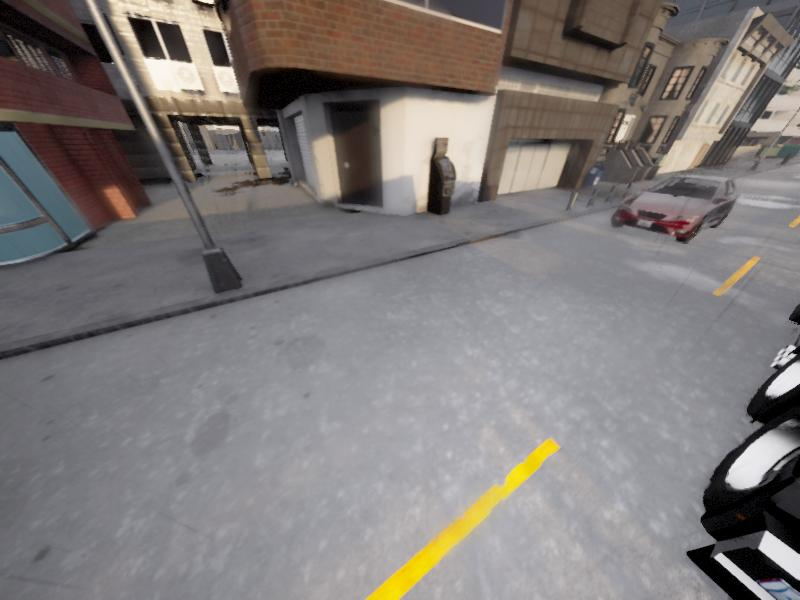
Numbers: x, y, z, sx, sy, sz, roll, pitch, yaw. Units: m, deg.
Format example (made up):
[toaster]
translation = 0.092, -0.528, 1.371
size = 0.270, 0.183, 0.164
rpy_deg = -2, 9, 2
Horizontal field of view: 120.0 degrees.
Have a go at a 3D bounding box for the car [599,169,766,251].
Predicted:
[car]
translation = 8.432, -2.900, 6.950
size = 4.193, 1.474, 1.816
rpy_deg = -18, 39, -24

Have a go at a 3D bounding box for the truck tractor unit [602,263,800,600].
[truck tractor unit]
translation = 5.110, -0.301, 0.790
size = 6.516, 4.208, 3.053
rpy_deg = -18, 39, -24
